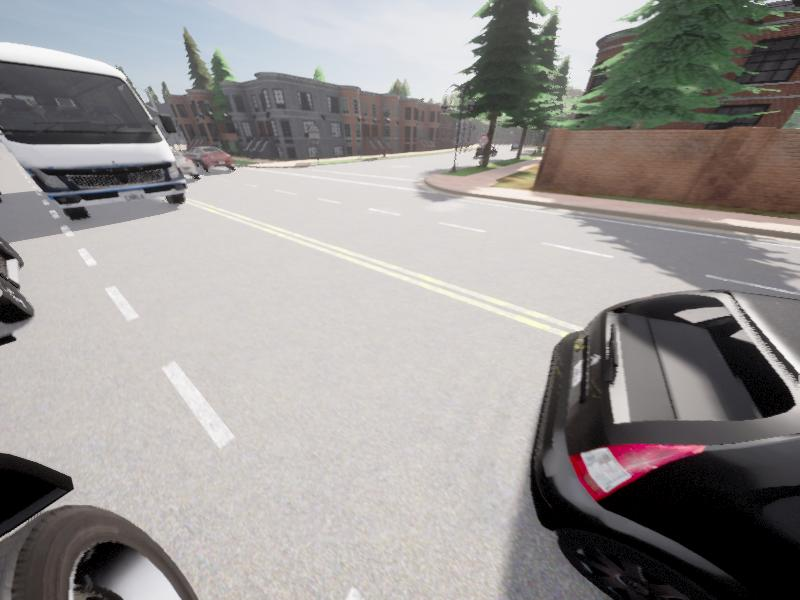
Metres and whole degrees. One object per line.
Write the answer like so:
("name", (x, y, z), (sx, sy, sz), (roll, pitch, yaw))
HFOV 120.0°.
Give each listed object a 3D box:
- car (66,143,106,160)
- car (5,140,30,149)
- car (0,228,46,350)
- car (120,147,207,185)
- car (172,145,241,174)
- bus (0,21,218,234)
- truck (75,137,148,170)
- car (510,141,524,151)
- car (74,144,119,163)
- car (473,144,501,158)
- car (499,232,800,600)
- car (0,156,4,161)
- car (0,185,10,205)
("car", (-36.379, -17.215, 26.724), (4.193, 1.474, 1.816), (22, 41, 28))
("car", (-74.133, -30.119, 44.752), (5.357, 1.411, 2.033), (22, 41, 28))
("car", (-7.315, -0.606, 3.075), (4.605, 1.855, 1.932), (22, 41, 28))
("car", (-14.669, -8.423, 14.319), (5.027, 1.651, 2.152), (22, 41, 28))
("car", (-15.140, -11.078, 18.079), (5.027, 1.651, 2.152), (22, 41, 28))
("bus", (-12.510, -6.244, 8.964), (10.273, 4.253, 3.944), (22, 41, 28))
("truck", (-25.199, -12.912, 20.179), (6.274, 2.098, 2.390), (22, 41, 28))
("car", (25.186, -33.109, 49.606), (2.033, 1.649, 4.856), (16, 38, 21))
("car", (-31.341, -15.160, 23.855), (4.193, 1.474, 1.816), (22, 41, 28))
("car", (11.922, -20.376, 31.545), (1.837, 1.490, 4.892), (23, 41, 28))
("car", (2.862, 1.195, 0.845), (3.988, 1.617, 1.851), (22, 41, 28))
("car", (-44.754, -15.821, 24.584), (5.366, 1.575, 1.801), (20, 40, 25))
("car", (-17.336, -4.547, 8.879), (3.633, 1.501, 1.845), (22, 41, 28))
